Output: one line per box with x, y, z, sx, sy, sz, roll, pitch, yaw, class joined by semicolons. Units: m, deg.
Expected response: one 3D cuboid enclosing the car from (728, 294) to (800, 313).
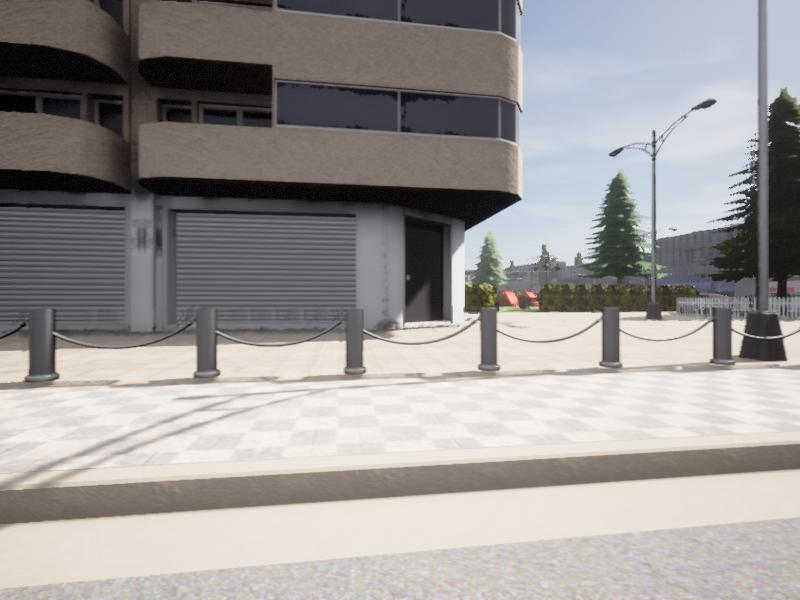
32.123;0.273;35.189;2.128;1.511;4.902;0;0;-8;car

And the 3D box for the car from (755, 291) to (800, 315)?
29.425;0.212;29.409;2.033;1.649;4.856;0;0;-8;car

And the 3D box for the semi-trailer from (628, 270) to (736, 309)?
36.550;-1.178;53.156;2.717;4.402;14.254;0;0;-8;semi-trailer

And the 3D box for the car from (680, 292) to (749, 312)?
28.413;0.187;36.371;2.242;1.667;4.611;0;0;-9;car

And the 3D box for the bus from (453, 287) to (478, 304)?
17.812;-1.140;109.726;3.944;4.253;10.273;0;0;-7;bus
